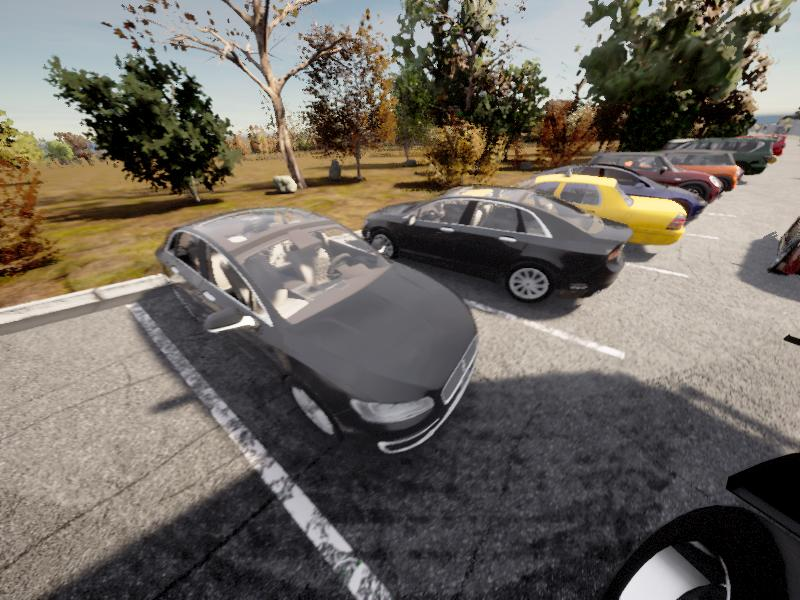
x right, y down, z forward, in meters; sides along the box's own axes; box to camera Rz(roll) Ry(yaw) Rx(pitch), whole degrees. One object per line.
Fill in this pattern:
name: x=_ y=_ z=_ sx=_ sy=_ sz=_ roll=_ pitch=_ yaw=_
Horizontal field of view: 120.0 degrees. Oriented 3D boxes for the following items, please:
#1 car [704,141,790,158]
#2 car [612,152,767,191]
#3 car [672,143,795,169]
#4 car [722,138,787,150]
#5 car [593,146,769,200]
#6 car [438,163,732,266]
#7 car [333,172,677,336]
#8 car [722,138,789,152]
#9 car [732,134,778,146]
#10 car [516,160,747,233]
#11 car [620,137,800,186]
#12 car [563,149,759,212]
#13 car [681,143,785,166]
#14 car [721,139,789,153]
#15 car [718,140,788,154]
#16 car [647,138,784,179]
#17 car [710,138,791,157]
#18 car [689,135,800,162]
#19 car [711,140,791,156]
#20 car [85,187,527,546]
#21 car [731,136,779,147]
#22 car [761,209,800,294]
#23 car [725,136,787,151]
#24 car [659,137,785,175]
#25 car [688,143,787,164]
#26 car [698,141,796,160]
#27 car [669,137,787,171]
car: x=38.763 y=-17.022 z=26.080 sx=4.892 sy=1.521 sz=2.231 roll=21 pitch=40 yaw=28
car: x=14.507 y=-6.878 z=12.159 sx=4.674 sy=1.452 sz=2.002 roll=21 pitch=40 yaw=28
car: x=26.804 y=-11.907 z=19.011 sx=5.366 sy=1.575 sz=1.946 roll=21 pitch=40 yaw=28
car: x=57.537 y=-25.441 z=37.713 sx=5.366 sy=1.575 sz=1.946 roll=19 pitch=40 yaw=26
car: x=12.099 y=-5.990 z=10.652 sx=4.553 sy=1.767 sz=2.185 roll=21 pitch=41 yaw=28
car: x=3.952 y=-2.649 z=6.264 sx=5.366 sy=1.575 sz=1.946 roll=21 pitch=41 yaw=28
car: x=1.339 y=-1.438 z=4.592 sx=4.892 sy=1.521 sz=2.231 roll=21 pitch=41 yaw=28
car: x=53.031 y=-23.248 z=34.676 sx=5.008 sy=1.535 sz=2.097 roll=19 pitch=40 yaw=27
car: x=73.789 y=-33.263 z=48.147 sx=4.442 sy=1.987 sz=1.878 roll=17 pitch=38 yaw=25
car: x=6.904 y=-3.710 z=7.772 sx=4.792 sy=1.488 sz=2.163 roll=21 pitch=40 yaw=28
car: x=16.907 y=-8.133 z=13.395 sx=5.566 sy=2.045 sz=2.435 roll=21 pitch=41 yaw=28
car: x=9.621 y=-5.004 z=9.295 sx=4.553 sy=1.767 sz=2.185 roll=21 pitch=40 yaw=28
car: x=29.051 y=-12.956 z=20.522 sx=4.792 sy=1.488 sz=2.163 roll=21 pitch=41 yaw=28
car: x=50.707 y=-22.165 z=33.228 sx=4.792 sy=1.488 sz=2.163 roll=20 pitch=39 yaw=27
car: x=48.284 y=-21.131 z=31.804 sx=4.792 sy=1.488 sz=2.163 roll=20 pitch=40 yaw=27
car: x=19.459 y=-9.079 z=14.736 sx=4.442 sy=1.987 sz=1.878 roll=21 pitch=40 yaw=28
car: x=41.186 y=-18.141 z=27.407 sx=4.553 sy=1.767 sz=2.185 roll=20 pitch=40 yaw=28
car: x=33.901 y=-15.209 z=23.150 sx=5.566 sy=2.045 sz=2.435 roll=21 pitch=41 yaw=28
car: x=43.562 y=-19.070 z=28.905 sx=5.008 sy=1.535 sz=2.097 roll=20 pitch=40 yaw=28
car: x=-1.440 y=-0.294 z=3.014 sx=4.892 sy=1.521 sz=2.231 roll=21 pitch=40 yaw=29
car: x=71.466 y=-32.074 z=46.676 sx=4.553 sy=1.767 sz=2.185 roll=17 pitch=39 yaw=25
car: x=8.914 y=-1.105 z=4.151 sx=4.181 sy=1.385 sz=1.994 roll=-23 pitch=41 yaw=-28
car: x=55.342 y=-24.430 z=36.098 sx=4.553 sy=1.767 sz=2.185 roll=19 pitch=39 yaw=27
car: x=21.886 y=-10.091 z=16.131 sx=4.442 sy=1.987 sz=1.878 roll=21 pitch=40 yaw=28
car: x=31.531 y=-13.952 z=21.893 sx=4.792 sy=1.488 sz=2.163 roll=21 pitch=40 yaw=28
car: x=36.504 y=-15.956 z=24.595 sx=5.366 sy=1.575 sz=1.946 roll=21 pitch=40 yaw=28
car: x=24.316 y=-11.103 z=17.526 sx=4.442 sy=1.987 sz=1.878 roll=21 pitch=40 yaw=28
